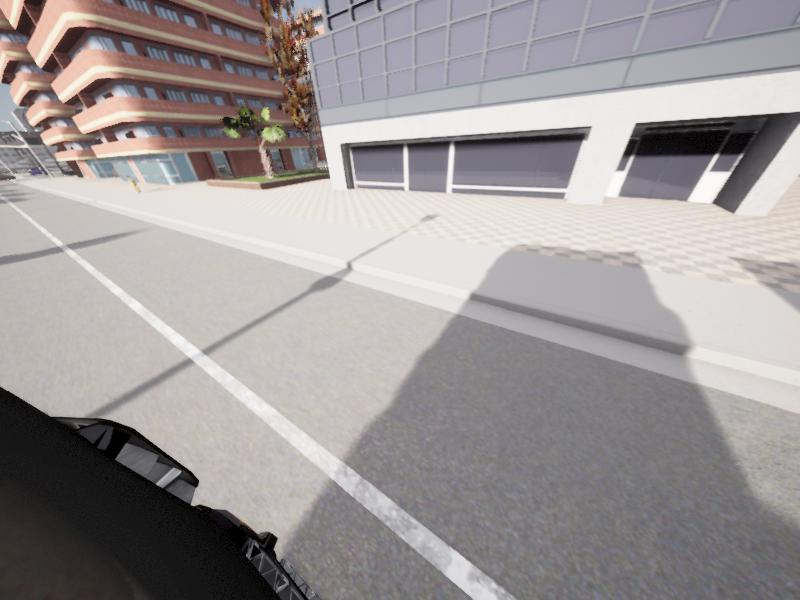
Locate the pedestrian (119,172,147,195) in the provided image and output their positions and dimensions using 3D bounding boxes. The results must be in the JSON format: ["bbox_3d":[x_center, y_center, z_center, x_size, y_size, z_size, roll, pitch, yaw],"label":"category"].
[{"bbox_3d":[-18.929,-8.280,16.406,0.751,1.300,0.751,24,42,35],"label":"pedestrian"}]

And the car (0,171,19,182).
[{"bbox_3d":[-70.732,-21.214,40.035,1.812,1.442,4.674,23,41,33],"label":"car"}]
